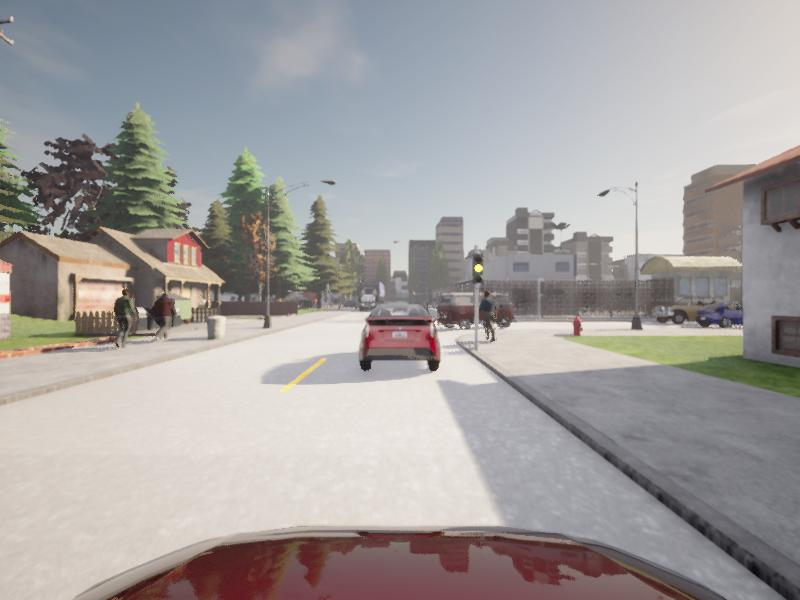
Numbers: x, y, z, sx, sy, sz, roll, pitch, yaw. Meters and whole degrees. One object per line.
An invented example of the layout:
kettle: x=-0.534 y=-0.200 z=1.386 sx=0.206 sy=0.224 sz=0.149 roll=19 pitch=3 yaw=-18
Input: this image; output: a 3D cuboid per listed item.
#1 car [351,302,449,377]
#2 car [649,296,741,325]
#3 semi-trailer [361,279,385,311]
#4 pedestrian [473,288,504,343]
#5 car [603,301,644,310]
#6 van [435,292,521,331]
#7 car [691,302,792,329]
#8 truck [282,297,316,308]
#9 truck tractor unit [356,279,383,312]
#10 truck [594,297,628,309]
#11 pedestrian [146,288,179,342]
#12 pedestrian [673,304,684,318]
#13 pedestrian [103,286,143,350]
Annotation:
car: x=-0.007 y=0.824 z=10.437 sx=2.007 sy=1.525 sz=4.514 roll=0 pitch=0 yaw=0
car: x=19.447 y=0.644 z=26.520 sx=4.605 sy=1.855 sz=1.932 roll=0 pitch=0 yaw=2
semi-trailer: x=-3.973 y=-0.639 z=61.794 sx=2.717 sy=4.402 sz=14.254 roll=0 pitch=0 yaw=1
pedestrian: x=3.113 y=0.530 z=14.056 sx=0.751 sy=1.860 sz=0.751 roll=0 pitch=0 yaw=-29
car: x=34.825 y=0.797 z=62.392 sx=5.357 sy=1.415 sz=2.033 roll=0 pitch=0 yaw=0
van: x=4.345 y=0.592 z=22.152 sx=4.442 sy=1.987 sz=1.775 roll=0 pitch=-2 yaw=-24
car: x=19.232 y=0.847 z=22.655 sx=4.193 sy=1.474 sz=1.816 roll=0 pitch=0 yaw=0
truck: x=-20.253 y=0.516 z=80.174 sx=6.274 sy=2.098 sz=2.390 roll=0 pitch=0 yaw=0
truck tractor unit: x=-4.029 y=-0.541 z=53.880 sx=3.053 sy=4.208 sz=6.516 roll=0 pitch=0 yaw=0
truck: x=34.986 y=0.484 z=66.353 sx=4.478 sy=2.038 sz=2.069 roll=0 pitch=0 yaw=0
pedestrian: x=-8.449 y=0.528 z=14.241 sx=0.751 sy=1.860 sz=0.751 roll=0 pitch=0 yaw=-2
pedestrian: x=22.211 y=0.902 z=31.905 sx=0.500 sy=1.100 sz=0.500 roll=0 pitch=0 yaw=2
pedestrian: x=-8.373 y=0.529 z=12.122 sx=0.751 sy=1.860 sz=0.751 roll=0 pitch=0 yaw=-6
